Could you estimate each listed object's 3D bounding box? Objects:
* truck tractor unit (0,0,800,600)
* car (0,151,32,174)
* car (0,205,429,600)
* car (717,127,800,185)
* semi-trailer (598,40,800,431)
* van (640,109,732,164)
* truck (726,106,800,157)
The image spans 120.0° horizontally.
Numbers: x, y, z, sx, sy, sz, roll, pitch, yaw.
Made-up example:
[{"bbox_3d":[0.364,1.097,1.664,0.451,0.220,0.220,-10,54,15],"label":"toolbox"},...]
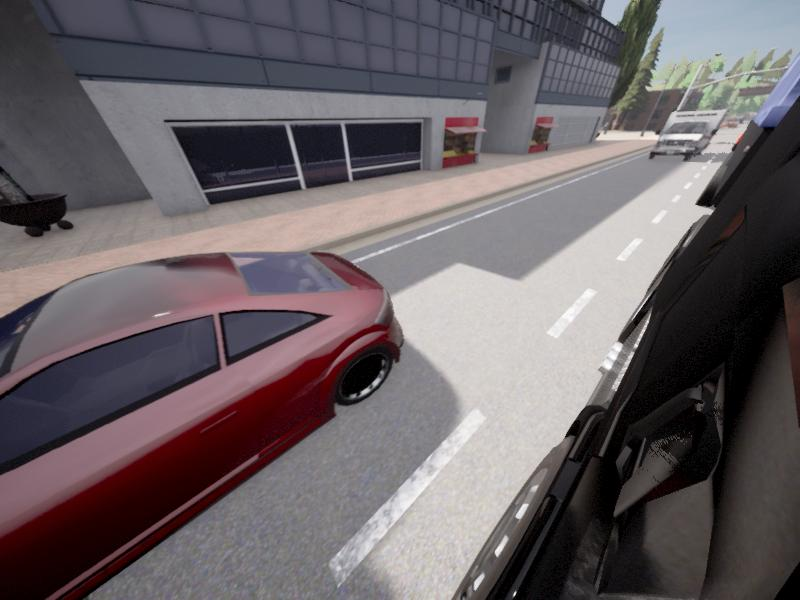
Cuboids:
[{"bbox_3d":[2.645,-0.295,0.351,6.516,4.208,3.053,-28,44,-30],"label":"truck tractor unit"},{"bbox_3d":[-38.998,-13.389,22.448,1.930,1.638,5.238,-28,43,-30],"label":"car"},{"bbox_3d":[-1.995,0.579,1.786,4.181,1.385,1.994,-28,43,-30],"label":"car"},{"bbox_3d":[15.856,-6.200,9.732,4.611,1.667,2.242,-27,43,-30],"label":"car"},{"bbox_3d":[8.701,-3.580,4.258,14.254,4.402,2.717,-28,43,-30],"label":"semi-trailer"},{"bbox_3d":[18.465,-10.605,14.895,6.366,2.431,2.351,-28,43,-30],"label":"van"},{"bbox_3d":[24.873,-11.268,15.405,5.204,2.467,2.627,-28,43,-30],"label":"truck"}]
